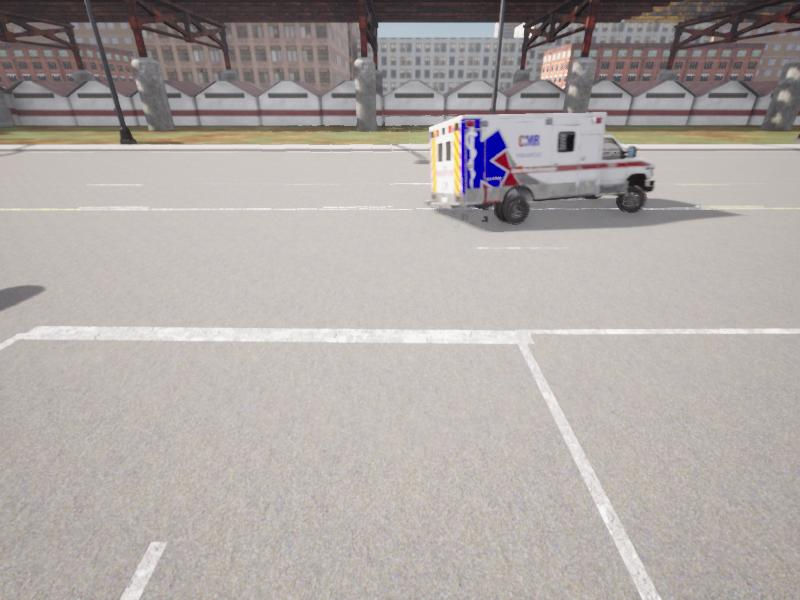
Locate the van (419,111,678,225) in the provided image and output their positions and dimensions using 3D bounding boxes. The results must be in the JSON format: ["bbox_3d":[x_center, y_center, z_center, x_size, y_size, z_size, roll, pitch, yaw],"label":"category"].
[{"bbox_3d":[3.959,-3.711,11.166,6.366,2.431,2.351,-8,18,-13],"label":"van"}]
